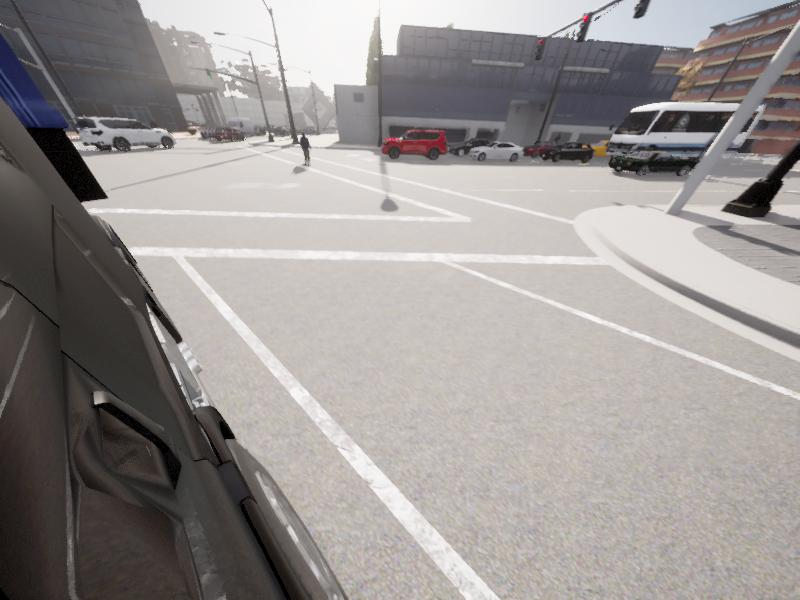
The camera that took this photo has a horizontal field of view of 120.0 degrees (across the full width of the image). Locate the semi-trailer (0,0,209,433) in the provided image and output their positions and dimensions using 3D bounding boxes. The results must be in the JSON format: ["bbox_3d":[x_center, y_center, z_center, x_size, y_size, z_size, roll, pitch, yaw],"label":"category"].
[{"bbox_3d":[-9.188,-3.206,3.694,14.254,4.402,2.717,22,41,24],"label":"semi-trailer"}]

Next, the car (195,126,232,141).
[{"bbox_3d":[-24.837,-22.392,30.939,1.816,1.474,4.193,-1,37,-5],"label":"car"}]

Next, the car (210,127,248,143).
[{"bbox_3d":[-21.262,-20.723,28.916,1.816,1.474,4.193,0,37,-4],"label":"car"}]

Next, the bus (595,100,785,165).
[{"bbox_3d":[24.691,-14.702,20.500,10.273,4.253,3.944,-2,37,-4],"label":"bus"}]

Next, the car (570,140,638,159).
[{"bbox_3d":[21.016,-15.640,23.965,5.008,1.535,1.882,-2,37,-4],"label":"car"}]

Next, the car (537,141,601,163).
[{"bbox_3d":[15.041,-13.279,20.743,4.193,1.474,1.816,-2,37,-4],"label":"car"}]

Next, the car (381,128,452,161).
[{"bbox_3d":[1.228,-13.106,19.481,5.566,2.045,2.150,-1,37,-5],"label":"car"}]

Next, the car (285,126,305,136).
[{"bbox_3d":[-22.590,-36.655,50.037,1.930,1.638,5.238,2,37,0],"label":"car"}]

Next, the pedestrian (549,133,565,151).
[{"bbox_3d":[19.407,-19.549,28.594,0.751,1.860,0.751,-11,39,-17],"label":"pedestrian"}]

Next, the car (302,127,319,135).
[{"bbox_3d":[-21.621,-40.798,55.783,1.816,1.474,4.193,9,37,9],"label":"car"}]

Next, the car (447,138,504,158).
[{"bbox_3d":[7.377,-15.138,22.969,4.892,1.490,1.837,-2,37,-4],"label":"car"}]

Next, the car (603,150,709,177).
[{"bbox_3d":[16.762,-9.059,15.304,4.718,1.301,1.895,-2,37,-4],"label":"car"}]

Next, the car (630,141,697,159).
[{"bbox_3d":[27.759,-15.897,24.470,4.674,1.442,1.812,-2,37,-4],"label":"car"}]

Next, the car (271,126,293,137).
[{"bbox_3d":[-22.527,-32.449,44.408,1.930,1.638,5.238,-1,37,-4],"label":"car"}]

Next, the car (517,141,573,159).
[{"bbox_3d":[14.681,-15.321,23.548,4.181,1.385,1.994,-1,37,-3],"label":"car"}]

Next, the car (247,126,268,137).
[{"bbox_3d":[-25.938,-30.899,42.223,1.845,1.501,3.633,-1,37,-5],"label":"car"}]

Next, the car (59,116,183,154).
[{"bbox_3d":[-20.997,-12.862,17.955,2.150,2.045,5.566,9,37,9],"label":"car"}]

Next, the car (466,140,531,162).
[{"bbox_3d":[8.495,-13.050,20.256,4.674,1.442,1.812,-2,37,-4],"label":"car"}]

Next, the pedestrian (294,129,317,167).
[{"bbox_3d":[-5.669,-9.110,13.903,0.751,1.860,0.751,-20,42,-28],"label":"pedestrian"}]

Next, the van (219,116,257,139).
[{"bbox_3d":[-25.360,-27.297,36.588,1.988,2.561,5.915,-1,37,-4],"label":"van"}]

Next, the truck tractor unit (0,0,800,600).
[{"bbox_3d":[-2.645,-0.295,0.352,6.516,4.208,3.053,28,44,30],"label":"truck tractor unit"}]

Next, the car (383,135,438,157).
[{"bbox_3d":[0.916,-14.999,22.428,5.008,1.535,1.882,-1,37,-5],"label":"car"}]

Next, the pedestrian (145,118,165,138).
[{"bbox_3d":[-28.691,-20.115,27.049,0.751,1.860,0.751,-13,39,-20],"label":"pedestrian"}]
